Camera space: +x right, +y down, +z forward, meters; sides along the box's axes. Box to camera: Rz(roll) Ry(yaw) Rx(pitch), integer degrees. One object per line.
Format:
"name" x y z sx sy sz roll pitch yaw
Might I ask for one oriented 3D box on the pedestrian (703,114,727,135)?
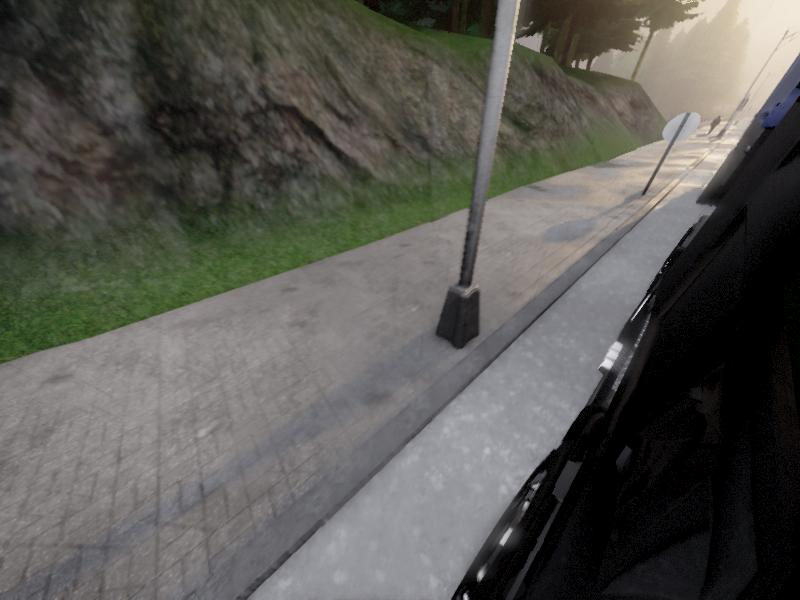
"pedestrian" 36.265 -20.212 26.610 0.751 1.860 0.751 -26 43 -28

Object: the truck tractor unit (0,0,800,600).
"truck tractor unit" 2.645 -0.295 0.352 6.516 4.208 3.053 -28 44 -30

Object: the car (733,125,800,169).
"car" 19.972 -7.407 11.032 5.008 1.535 1.882 -6 36 -4

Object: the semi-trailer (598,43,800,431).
"semi-trailer" 8.699 -3.602 4.232 14.254 4.402 2.717 -28 44 -30

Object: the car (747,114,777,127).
"car" 61.540 -30.480 39.281 4.974 1.542 2.038 -26 43 -28
